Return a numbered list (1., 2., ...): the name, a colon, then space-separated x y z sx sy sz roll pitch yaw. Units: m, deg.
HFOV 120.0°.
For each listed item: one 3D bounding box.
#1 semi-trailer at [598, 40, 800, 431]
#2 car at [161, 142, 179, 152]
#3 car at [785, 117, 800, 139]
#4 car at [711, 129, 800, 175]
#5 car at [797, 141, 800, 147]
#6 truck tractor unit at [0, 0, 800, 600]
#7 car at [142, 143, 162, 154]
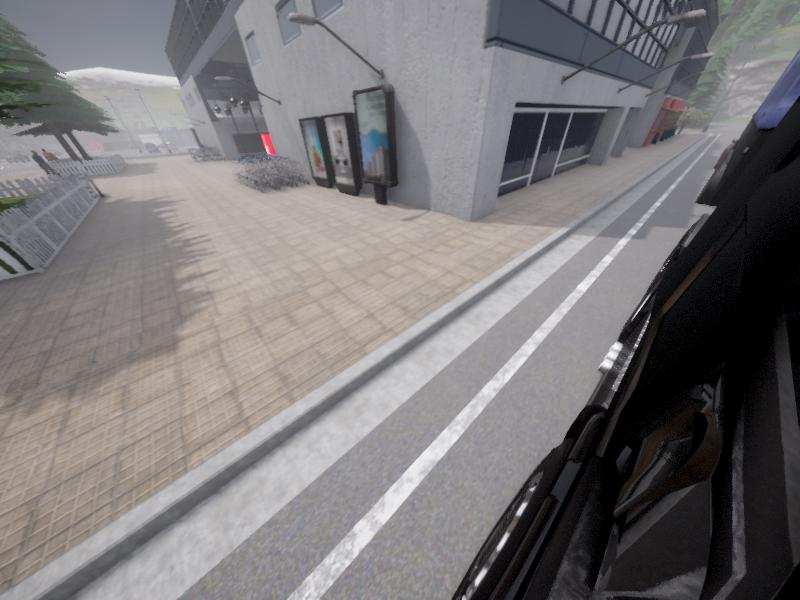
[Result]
1. semi-trailer: 8.684 -3.618 4.237 14.254 4.402 2.717 -28 44 -30
2. car: -48.014 -31.990 48.195 1.970 1.475 3.806 -30 45 -32
3. car: 36.737 -15.427 20.568 3.705 1.549 1.789 -29 44 -31
4. car: 16.632 -6.973 10.746 4.181 1.385 1.994 -29 44 -31
5. car: 28.290 -10.724 14.860 4.514 1.525 2.007 -29 44 -31
6. truck tractor unit: 2.645 -0.295 0.352 6.516 4.208 3.053 -28 44 -30
7. car: -45.228 -27.598 42.121 1.845 1.501 3.633 -30 45 -32
